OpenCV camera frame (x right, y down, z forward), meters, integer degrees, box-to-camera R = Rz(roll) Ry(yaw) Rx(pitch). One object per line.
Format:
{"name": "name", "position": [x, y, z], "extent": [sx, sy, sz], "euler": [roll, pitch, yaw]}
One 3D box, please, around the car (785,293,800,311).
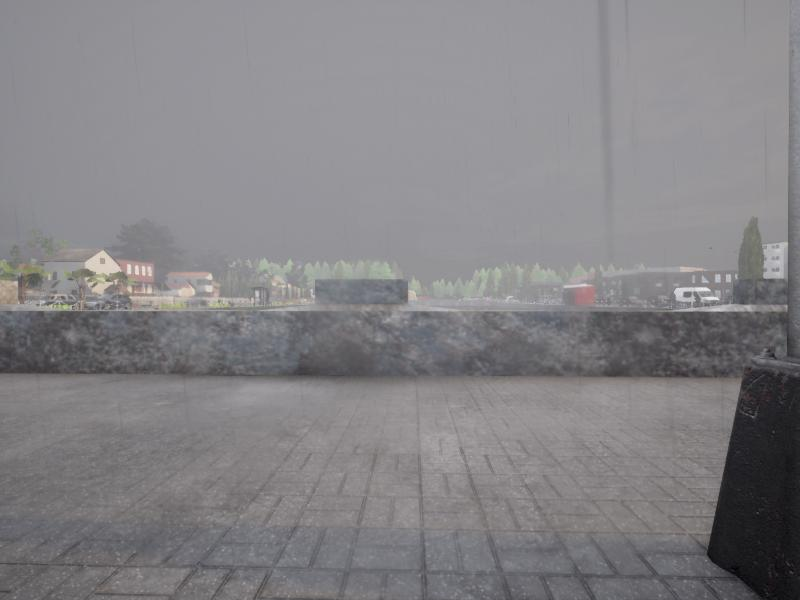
{"name": "car", "position": [36.340, 0.201, 34.239], "extent": [1.801, 1.575, 5.366], "euler": [0, 0, 2]}

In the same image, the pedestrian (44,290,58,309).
{"name": "pedestrian", "position": [-34.350, -0.067, 39.404], "extent": [0.751, 1.860, 0.751], "euler": [0, 0, 2]}

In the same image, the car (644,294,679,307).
{"name": "car", "position": [37.100, 0.094, 56.978], "extent": [2.097, 1.767, 4.553], "euler": [0, 0, 2]}

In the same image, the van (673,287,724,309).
{"name": "van", "position": [36.850, -0.278, 49.652], "extent": [1.988, 2.561, 5.915], "euler": [0, 0, 2]}

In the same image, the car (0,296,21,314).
{"name": "car", "position": [-29.630, 0.344, 27.856], "extent": [1.895, 1.301, 4.718], "euler": [0, 0, 2]}

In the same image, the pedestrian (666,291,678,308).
{"name": "pedestrian", "position": [28.471, -0.053, 41.851], "extent": [0.751, 1.860, 0.751], "euler": [0, 0, 3]}

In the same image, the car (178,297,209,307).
{"name": "car", "position": [-28.688, 0.307, 55.738], "extent": [1.994, 1.385, 4.181], "euler": [0, 0, 2]}

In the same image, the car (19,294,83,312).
{"name": "car", "position": [-29.422, 0.253, 33.891], "extent": [1.970, 1.475, 3.806], "euler": [0, 0, 2]}

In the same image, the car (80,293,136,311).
{"name": "car", "position": [-29.211, 0.178, 40.270], "extent": [2.033, 1.649, 4.856], "euler": [0, 0, 2]}

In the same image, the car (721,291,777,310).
{"name": "car", "position": [36.603, 0.052, 42.120], "extent": [1.932, 1.855, 4.605], "euler": [0, 0, 2]}

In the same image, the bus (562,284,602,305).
{"name": "bus", "position": [38.140, -1.139, 84.473], "extent": [3.944, 4.253, 10.273], "euler": [0, 0, 2]}
